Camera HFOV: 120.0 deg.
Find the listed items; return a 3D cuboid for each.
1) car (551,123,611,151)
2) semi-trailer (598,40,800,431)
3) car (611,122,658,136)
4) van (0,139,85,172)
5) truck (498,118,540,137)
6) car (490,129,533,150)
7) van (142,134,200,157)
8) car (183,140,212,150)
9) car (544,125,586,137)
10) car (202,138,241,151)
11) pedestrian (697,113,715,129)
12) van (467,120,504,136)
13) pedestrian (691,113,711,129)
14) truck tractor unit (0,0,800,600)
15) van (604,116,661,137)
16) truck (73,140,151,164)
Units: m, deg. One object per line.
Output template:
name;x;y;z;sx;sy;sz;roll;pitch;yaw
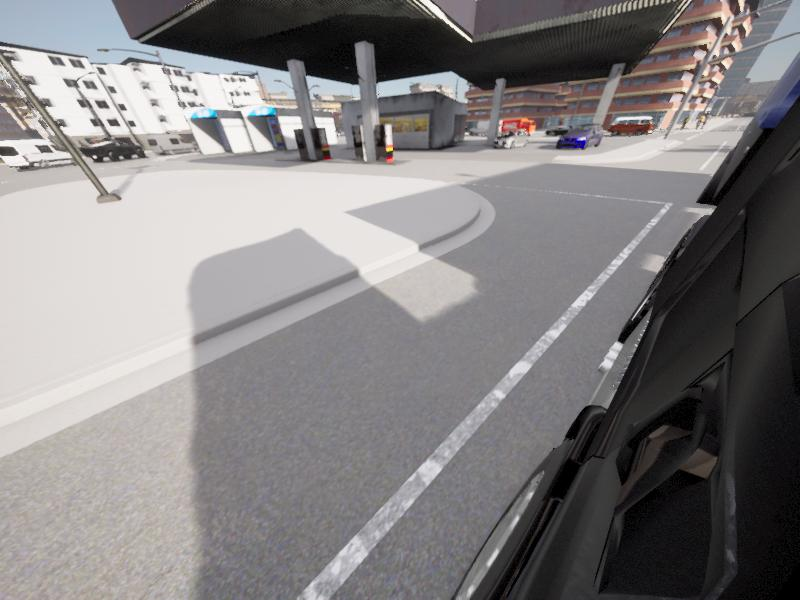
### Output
car;15.153;-13.669;19.305;4.611;1.667;2.242;-28;44;-30
semi-trailer;8.689;-3.616;4.229;14.254;4.402;2.717;-28;44;-30
car;32.549;-23.803;32.151;1.994;1.385;4.181;-31;45;-32
van;-39.148;-15.898;25.185;1.988;2.561;5.915;-9;37;-8
truck;20.069;-29.191;39.200;2.627;2.467;5.204;-29;44;-30
car;10.881;-15.755;22.623;3.806;1.475;1.970;-28;44;-30
van;-35.283;-24.151;35.933;1.988;2.561;5.915;5;38;10
car;-41.488;-31.834;47.516;1.970;1.475;3.806;15;40;22
car;24.879;-25.557;35.034;1.895;1.301;4.718;-29;44;-30
car;-32.565;-28.550;42.369;1.930;1.638;5.238;13;40;20
pedestrian;45.968;-26.883;34.699;0.751;1.860;0.751;26;45;33
van;17.025;-34.390;46.353;2.351;2.431;6.366;-29;44;-30
pedestrian;44.454;-26.402;34.154;0.751;1.860;0.751;1;37;4
truck tractor unit;2.645;-0.295;0.351;6.516;4.208;3.053;-28;44;-30
van;29.974;-22.435;29.937;2.069;2.038;4.480;-29;44;-31
truck;-36.181;-18.943;29.420;2.390;2.098;6.274;-5;37;-3
